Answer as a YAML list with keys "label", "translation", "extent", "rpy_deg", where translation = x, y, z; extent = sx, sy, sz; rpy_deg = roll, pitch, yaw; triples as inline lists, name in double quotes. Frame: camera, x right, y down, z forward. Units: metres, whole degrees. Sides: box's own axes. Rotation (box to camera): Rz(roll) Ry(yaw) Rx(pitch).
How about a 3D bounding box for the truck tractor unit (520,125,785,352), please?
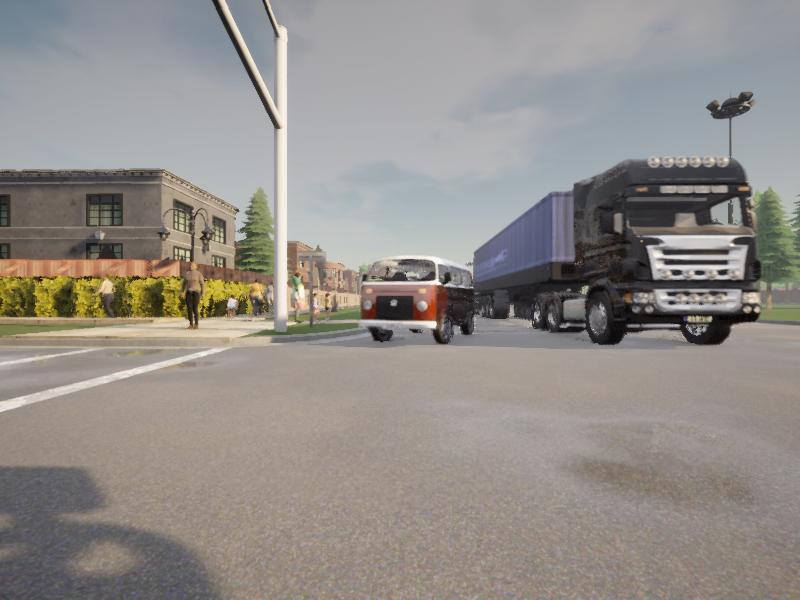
- label: "truck tractor unit"
  translation: [5.655, -1.123, 10.690]
  extent: [3.053, 4.208, 6.516]
  rpy_deg: [0, 0, 1]

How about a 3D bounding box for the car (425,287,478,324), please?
- label: "car"
  translation: [2.306, 0.228, 19.218]
  extent: [2.038, 1.542, 4.974]
  rpy_deg: [0, 0, 2]

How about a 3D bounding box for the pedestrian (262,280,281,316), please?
- label: "pedestrian"
  translation: [-6.735, -0.115, 20.983]
  extent: [0.751, 1.860, 0.751]
  rpy_deg: [0, 0, 3]

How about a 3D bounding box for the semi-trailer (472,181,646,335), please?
- label: "semi-trailer"
  translation: [5.827, -1.218, 18.602]
  extent: [2.717, 4.402, 14.254]
  rpy_deg: [0, 0, 1]

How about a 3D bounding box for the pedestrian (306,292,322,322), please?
- label: "pedestrian"
  translation: [-3.174, 0.265, 14.834]
  extent: [0.500, 1.100, 0.500]
  rpy_deg: [0, 0, 0]

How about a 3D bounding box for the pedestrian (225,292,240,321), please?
- label: "pedestrian"
  translation: [-6.509, 0.265, 15.517]
  extent: [0.500, 1.100, 0.500]
  rpy_deg: [0, 0, -27]

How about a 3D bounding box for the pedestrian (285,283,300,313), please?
- label: "pedestrian"
  translation: [-6.791, -0.115, 25.320]
  extent: [0.751, 1.860, 0.751]
  rpy_deg: [0, 0, -4]

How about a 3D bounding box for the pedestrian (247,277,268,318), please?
- label: "pedestrian"
  translation: [-6.700, -0.115, 18.819]
  extent: [0.751, 1.860, 0.751]
  rpy_deg: [0, 0, 0]

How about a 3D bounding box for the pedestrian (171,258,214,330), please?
- label: "pedestrian"
  translation: [-5.542, -0.146, 10.715]
  extent: [0.751, 1.860, 0.751]
  rpy_deg: [0, 0, 1]

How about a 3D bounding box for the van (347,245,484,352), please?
- label: "van"
  translation: [0.686, -0.028, 10.123]
  extent: [2.069, 2.038, 4.480]
  rpy_deg: [0, 0, 22]

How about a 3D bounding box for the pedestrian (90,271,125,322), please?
- label: "pedestrian"
  translation: [-10.859, -0.115, 14.874]
  extent: [0.751, 1.860, 0.751]
  rpy_deg: [0, 0, 1]

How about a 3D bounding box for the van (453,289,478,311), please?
- label: "van"
  translation: [6.270, -0.001, 38.673]
  extent: [1.775, 1.987, 4.442]
  rpy_deg: [0, 0, 1]

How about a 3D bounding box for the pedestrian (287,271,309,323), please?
- label: "pedestrian"
  translation: [-3.746, -0.115, 14.657]
  extent: [0.751, 1.860, 0.751]
  rpy_deg: [0, 0, -19]

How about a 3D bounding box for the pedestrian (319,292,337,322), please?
- label: "pedestrian"
  translation: [-2.746, 0.265, 15.242]
  extent: [0.500, 1.100, 0.500]
  rpy_deg: [0, 0, -38]

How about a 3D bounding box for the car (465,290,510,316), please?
- label: "car"
  translation: [6.043, 0.180, 28.335]
  extent: [2.152, 1.651, 5.027]
  rpy_deg: [0, 0, 1]
